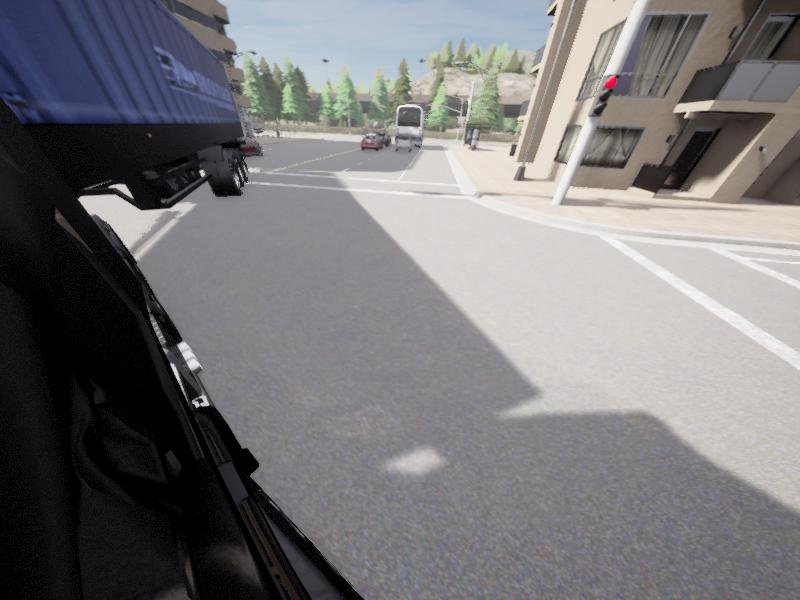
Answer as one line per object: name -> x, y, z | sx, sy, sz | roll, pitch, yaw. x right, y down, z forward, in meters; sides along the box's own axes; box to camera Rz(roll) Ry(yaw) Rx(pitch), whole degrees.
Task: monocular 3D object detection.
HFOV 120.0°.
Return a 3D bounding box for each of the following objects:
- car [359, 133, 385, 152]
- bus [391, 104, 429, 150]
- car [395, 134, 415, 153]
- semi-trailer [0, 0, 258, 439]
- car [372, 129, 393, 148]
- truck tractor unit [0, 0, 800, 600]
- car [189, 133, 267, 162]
car -> -2.990, -17.493, 25.602 | 1.970, 1.475, 3.806 | 6, 37, 5
bus -> 1.572, -23.593, 31.720 | 3.944, 4.253, 10.273 | 6, 37, 5
car -> 0.614, -17.714, 26.077 | 1.845, 1.501, 3.633 | 6, 37, 5
semi-trailer -> -6.340, -4.563, 5.645 | 2.717, 4.402, 14.254 | -12, 39, -18
car -> -2.210, -21.207, 30.277 | 1.932, 1.855, 4.605 | 6, 37, 5
truck tractor unit -> -2.645, -0.295, 0.351 | 6.516, 4.208, 3.053 | 28, 44, 30
car -> -11.562, -10.634, 15.988 | 1.994, 1.385, 4.181 | 6, 37, 5
